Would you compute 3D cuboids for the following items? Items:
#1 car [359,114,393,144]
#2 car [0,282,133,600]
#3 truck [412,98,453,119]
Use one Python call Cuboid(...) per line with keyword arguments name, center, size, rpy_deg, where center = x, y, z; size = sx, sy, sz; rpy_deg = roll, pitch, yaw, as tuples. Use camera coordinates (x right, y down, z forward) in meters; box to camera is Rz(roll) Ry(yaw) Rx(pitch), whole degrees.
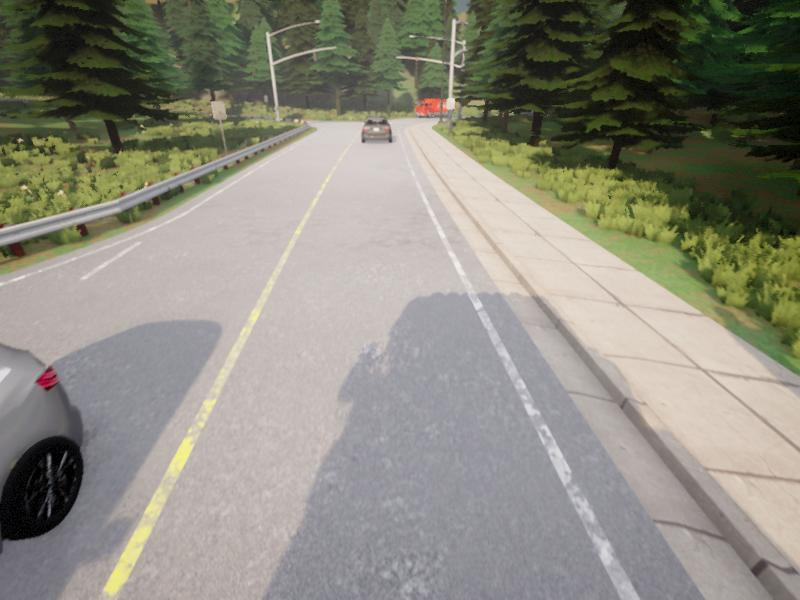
Cuboid(name="car", center=(-1.647, -12.322, 28.692), size=(2.242, 1.667, 4.611), rpy_deg=(-1, 27, -2))
Cuboid(name="car", center=(-3.645, 1.681, 1.513), size=(2.242, 1.667, 4.611), rpy_deg=(-2, 27, -3))
Cuboid(name="truck", center=(4.509, -26.463, 55.263), size=(5.204, 2.467, 2.627), rpy_deg=(-20, 34, -34))
